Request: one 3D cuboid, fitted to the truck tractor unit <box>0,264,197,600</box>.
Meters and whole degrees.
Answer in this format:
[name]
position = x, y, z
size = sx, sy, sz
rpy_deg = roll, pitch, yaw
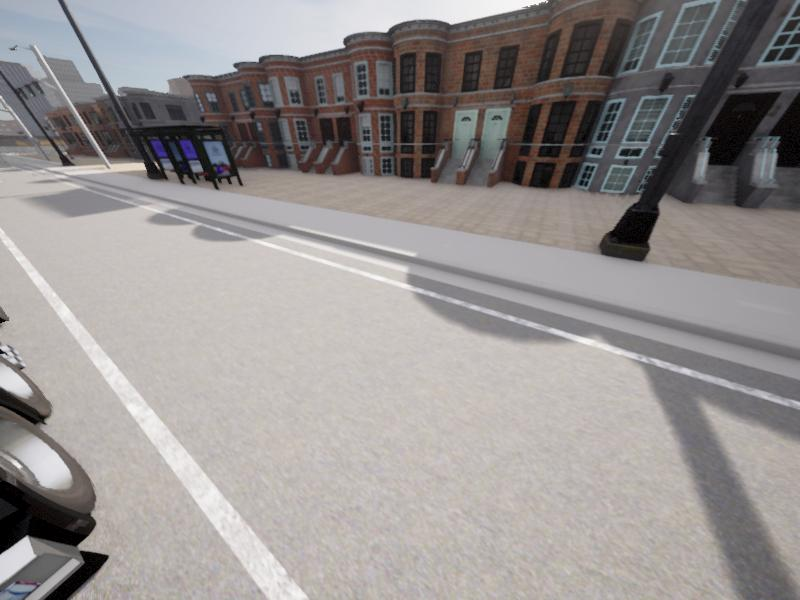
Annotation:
[truck tractor unit]
position = -5.112, -0.300, 0.776
size = 6.516, 4.208, 3.053
rpy_deg = 18, 39, 24
